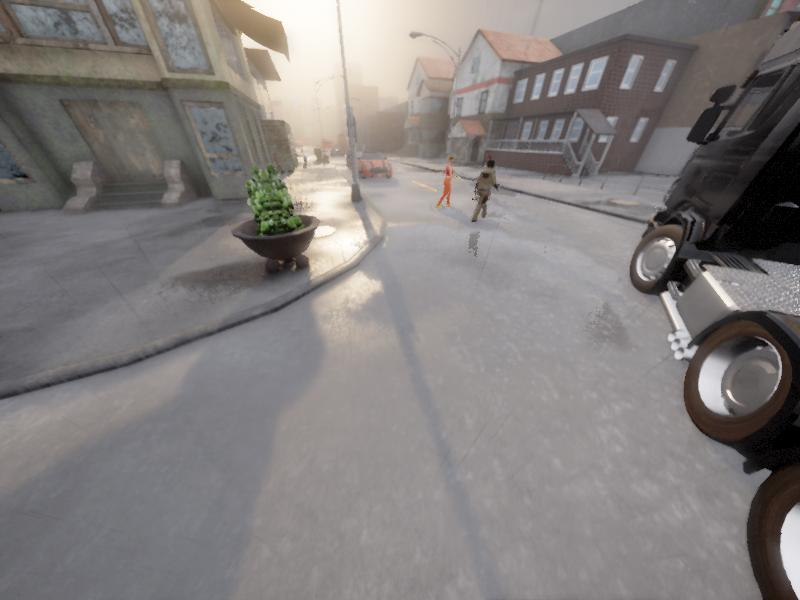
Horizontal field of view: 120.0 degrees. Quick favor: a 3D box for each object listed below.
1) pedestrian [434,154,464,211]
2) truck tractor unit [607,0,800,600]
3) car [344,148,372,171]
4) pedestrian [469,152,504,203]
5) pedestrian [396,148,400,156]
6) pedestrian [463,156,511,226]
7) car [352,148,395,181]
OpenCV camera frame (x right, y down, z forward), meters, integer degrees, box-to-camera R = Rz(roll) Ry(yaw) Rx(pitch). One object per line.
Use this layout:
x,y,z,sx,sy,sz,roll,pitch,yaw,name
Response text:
1.811,-4.491,8.843,0.751,1.860,0.751,-3,35,-4,pedestrian
4.478,-0.673,1.341,3.053,4.208,6.516,20,39,26,truck tractor unit
-4.101,-13.591,22.232,1.851,1.617,3.988,-10,36,-15,car
3.724,-5.311,10.032,0.751,1.860,0.751,-15,37,-20,pedestrian
-0.365,-23.856,37.293,0.500,1.100,0.500,-16,38,-22,pedestrian
2.707,-3.466,7.366,0.751,1.860,0.751,-19,39,-25,pedestrian
-2.068,-10.103,17.037,2.097,1.767,4.553,-10,36,-15,car
